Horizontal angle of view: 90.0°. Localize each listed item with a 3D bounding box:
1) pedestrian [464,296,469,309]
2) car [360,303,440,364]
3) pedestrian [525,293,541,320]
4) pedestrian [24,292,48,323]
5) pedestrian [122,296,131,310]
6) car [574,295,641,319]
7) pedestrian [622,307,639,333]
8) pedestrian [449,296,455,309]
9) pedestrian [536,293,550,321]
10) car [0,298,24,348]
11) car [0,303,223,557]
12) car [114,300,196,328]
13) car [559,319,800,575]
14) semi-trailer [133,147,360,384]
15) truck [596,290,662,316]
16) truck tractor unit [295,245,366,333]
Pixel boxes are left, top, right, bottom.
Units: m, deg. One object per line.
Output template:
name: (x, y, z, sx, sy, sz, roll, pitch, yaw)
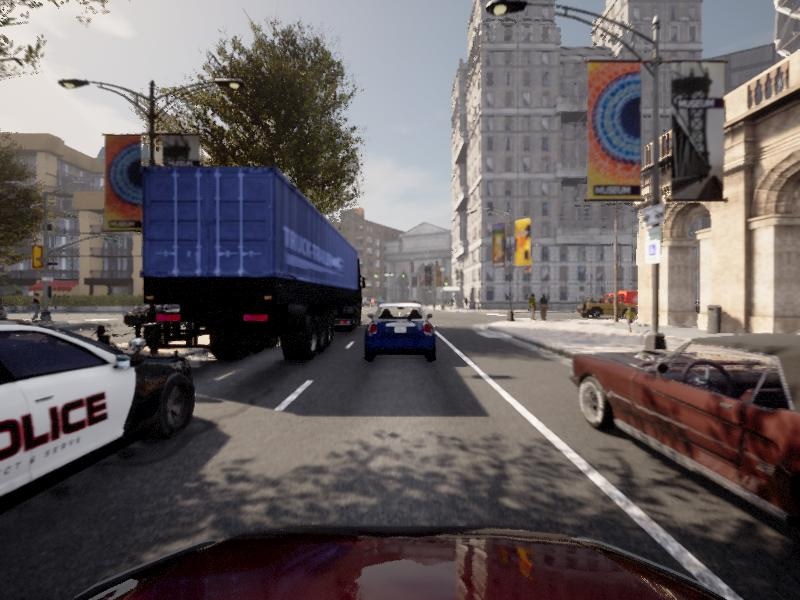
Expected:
pedestrian: (10.074, 0.381, 60.419, 0.751, 1.860, 0.751, 0, 0, 4)
car: (0.005, 0.833, 11.763, 1.970, 1.475, 3.806, 0, 0, 0)
pedestrian: (9.065, 0.438, 27.241, 0.751, 1.860, 0.751, 0, 0, -15)
pedestrian: (-22.556, 0.443, 24.800, 0.751, 1.860, 0.751, 0, 0, 4)
pedestrian: (-36.292, 0.394, 53.117, 0.751, 1.860, 0.751, 0, 0, 0)
car: (17.261, 0.588, 33.421, 4.605, 1.855, 1.932, 1, 0, -2)
pedestrian: (9.913, 0.835, 17.232, 0.500, 1.100, 0.500, 0, 0, 12)
pedestrian: (7.433, 0.387, 57.093, 0.751, 1.860, 0.751, 0, 0, -9)
pedestrian: (9.649, 0.439, 26.933, 0.751, 1.860, 0.751, 0, 0, 8)
car: (-13.776, 0.758, 11.528, 2.033, 1.649, 4.856, 0, 0, -11)
car: (-3.500, 0.822, 3.126, 2.038, 1.542, 4.974, 0, 0, 0)
car: (-14.993, 0.786, 24.904, 2.038, 1.542, 4.974, 0, 0, 0)
car: (3.251, 0.933, 3.415, 1.895, 1.301, 4.718, 0, 0, 0)
semi-trailer: (-3.556, -0.642, 14.546, 2.717, 4.402, 14.254, 0, 0, 0)
truck: (23.042, 0.288, 40.458, 5.204, 2.467, 2.627, 0, 0, -1)
truck tractor unit: (-3.594, -0.548, 22.462, 3.053, 4.208, 6.516, 0, 0, -2)
